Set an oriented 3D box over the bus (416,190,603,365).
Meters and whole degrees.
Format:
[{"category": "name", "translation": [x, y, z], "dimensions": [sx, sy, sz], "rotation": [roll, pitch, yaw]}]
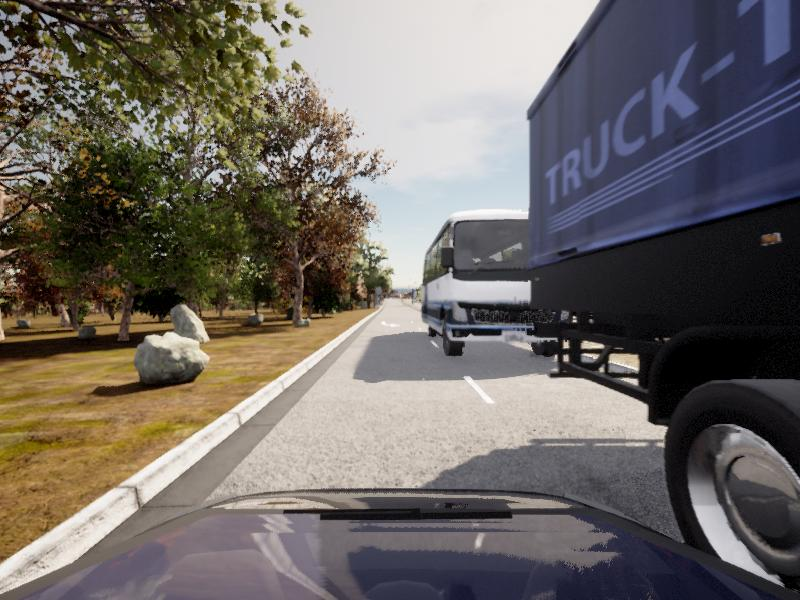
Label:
[{"category": "bus", "translation": [2.866, -0.533, 14.871], "dimensions": [3.944, 4.253, 10.273], "rotation": [0, 0, -1]}]
